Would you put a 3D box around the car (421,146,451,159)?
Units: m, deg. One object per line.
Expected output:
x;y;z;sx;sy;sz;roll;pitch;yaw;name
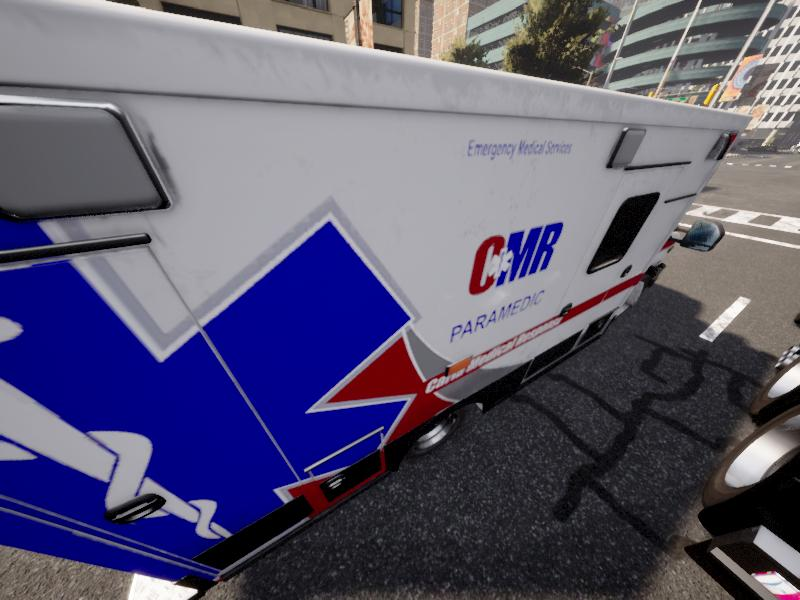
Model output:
5.137;-21.685;33.902;1.812;1.442;4.674;-18;39;-24;car

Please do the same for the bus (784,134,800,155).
79.490;-29.253;42.852;3.944;4.253;10.273;20;39;26;bus

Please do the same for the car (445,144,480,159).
9.070;-21.802;33.902;2.242;1.667;4.611;-17;39;-24;car

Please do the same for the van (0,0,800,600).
0.985;-0.548;2.667;6.366;2.431;2.351;-18;39;-24;van

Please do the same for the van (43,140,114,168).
-30.736;-14.193;22.360;2.069;2.038;4.480;-18;39;-24;van

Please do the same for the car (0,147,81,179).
-27.143;-10.393;17.281;1.930;1.638;5.238;-18;39;-24;car

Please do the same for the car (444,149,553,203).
4.677;-6.073;11.105;4.605;1.855;1.932;-18;39;-24;car

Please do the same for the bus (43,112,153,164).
-35.120;-19.407;27.879;3.944;4.253;10.273;-18;39;-24;bus

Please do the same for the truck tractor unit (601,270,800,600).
5.120;-0.292;0.766;6.516;4.208;3.053;-18;39;-24;truck tractor unit

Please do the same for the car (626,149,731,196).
15.203;-7.105;12.660;4.605;1.855;1.932;-18;39;-23;car
